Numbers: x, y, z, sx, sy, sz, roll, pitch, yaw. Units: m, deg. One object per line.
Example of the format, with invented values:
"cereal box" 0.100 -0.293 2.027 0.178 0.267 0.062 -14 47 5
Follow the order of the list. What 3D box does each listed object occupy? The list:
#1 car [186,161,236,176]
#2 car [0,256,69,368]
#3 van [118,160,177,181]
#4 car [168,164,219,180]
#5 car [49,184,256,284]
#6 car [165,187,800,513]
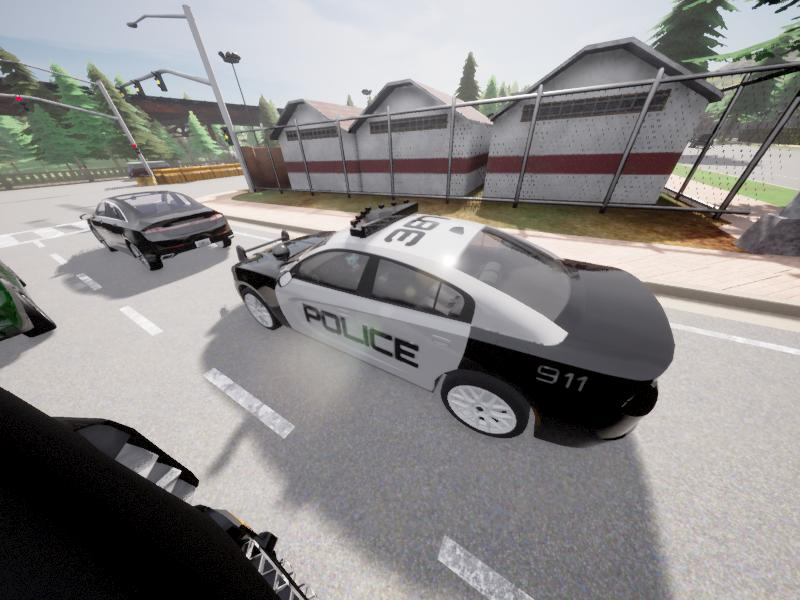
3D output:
"car" -26.895 -18.841 33.027 2.128 1.511 4.902 15 37 24
"car" -7.428 -0.189 3.181 4.553 1.767 2.097 16 38 26
"van" -32.737 -16.898 30.122 1.775 1.987 4.442 15 37 24
"car" -25.628 -16.029 28.824 1.994 1.385 4.181 15 37 24
"car" -6.622 -2.081 6.225 4.902 1.511 2.128 16 38 26
"car" -0.239 -0.326 2.972 5.238 1.638 1.930 16 38 26
